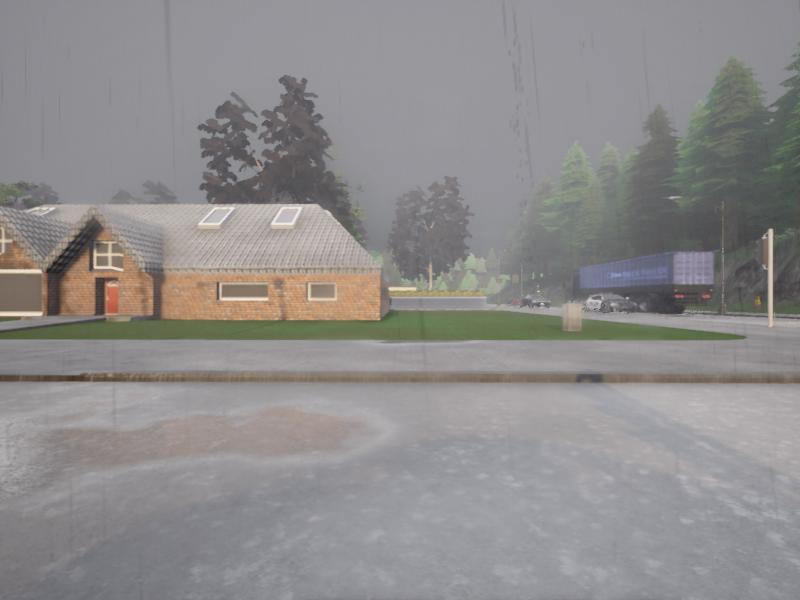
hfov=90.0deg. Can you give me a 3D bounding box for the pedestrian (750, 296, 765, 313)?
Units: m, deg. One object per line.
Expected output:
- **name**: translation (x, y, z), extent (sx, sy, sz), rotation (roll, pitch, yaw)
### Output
- **pedestrian**: translation (23.360, 0.320, 26.157), extent (0.500, 1.100, 0.500), rotation (0, 0, 3)

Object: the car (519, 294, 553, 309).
- **car**: translation (15.182, 0.185, 45.053), extent (2.152, 1.651, 5.027), rotation (0, 0, 1)

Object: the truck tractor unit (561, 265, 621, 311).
- **truck tractor unit**: translation (19.120, -1.121, 40.528), extent (3.053, 4.208, 6.516), rotation (0, 0, 1)

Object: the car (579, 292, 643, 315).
- **car**: translation (15.001, 0.230, 28.787), extent (2.038, 1.542, 4.974), rotation (0, 0, 1)

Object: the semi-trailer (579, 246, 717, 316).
- **semi-trailer**: translation (18.959, -1.215, 32.612), extent (2.717, 4.402, 14.254), rotation (0, 0, 1)
